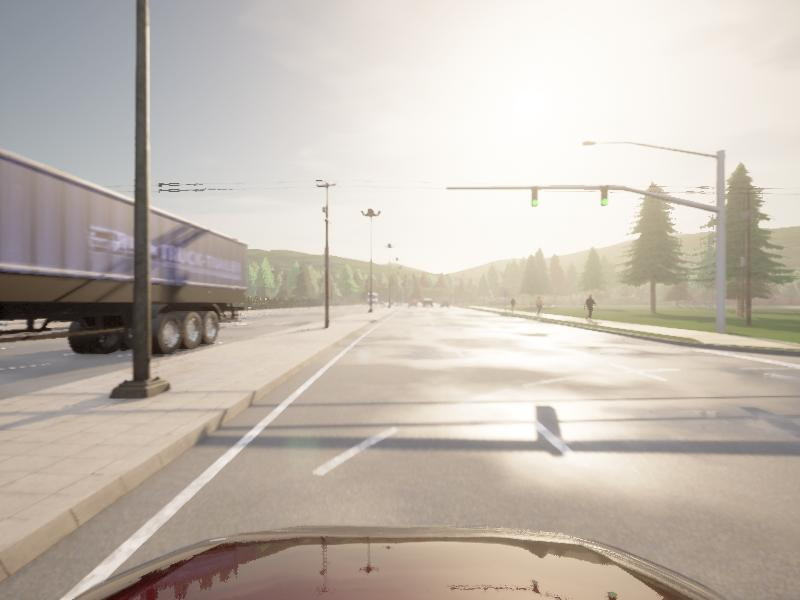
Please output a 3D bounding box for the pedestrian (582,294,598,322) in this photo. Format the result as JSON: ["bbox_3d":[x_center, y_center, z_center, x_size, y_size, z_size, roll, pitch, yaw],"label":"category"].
[{"bbox_3d":[12.713,0.506,26.789,0.751,1.860,0.751,0,0,4],"label":"pedestrian"}]

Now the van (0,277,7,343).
[{"bbox_3d":[-18.783,0.413,14.535,6.366,2.431,2.351,-1,7,-44],"label":"van"}]

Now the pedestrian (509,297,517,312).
[{"bbox_3d":[14.020,0.523,49.654,0.751,1.860,0.751,0,0,4],"label":"pedestrian"}]

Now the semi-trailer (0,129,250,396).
[{"bbox_3d":[-7.920,-0.612,10.247,2.717,4.402,14.254,0,0,1],"label":"semi-trailer"}]

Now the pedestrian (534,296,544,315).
[{"bbox_3d":[13.383,0.515,38.534,0.751,1.860,0.751,0,0,4],"label":"pedestrian"}]
